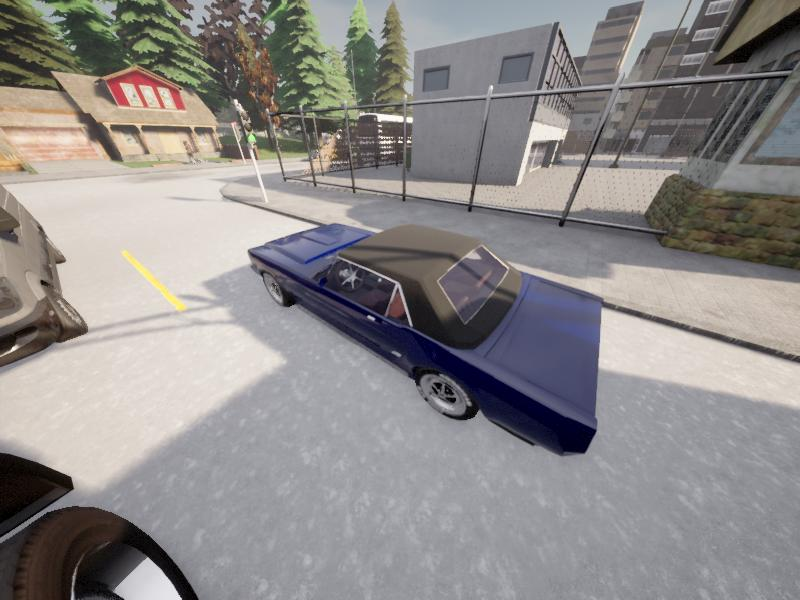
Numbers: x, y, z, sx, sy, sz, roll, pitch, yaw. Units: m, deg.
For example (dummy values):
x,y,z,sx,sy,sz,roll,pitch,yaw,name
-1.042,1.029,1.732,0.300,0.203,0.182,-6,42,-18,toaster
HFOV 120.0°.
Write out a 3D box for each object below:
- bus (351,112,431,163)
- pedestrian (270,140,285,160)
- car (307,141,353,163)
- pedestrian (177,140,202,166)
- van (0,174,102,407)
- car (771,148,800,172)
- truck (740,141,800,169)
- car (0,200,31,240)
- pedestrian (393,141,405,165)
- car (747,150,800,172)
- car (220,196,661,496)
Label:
x,y,z,sx,sy,sz,roll,pitch,yaw,name
-0.614,-19.530,27.949,3.944,4.253,10.273,22,41,28,bus
-13.857,-17.020,26.146,0.751,1.860,0.751,22,41,28,pedestrian
-7.777,-16.797,26.079,1.932,1.855,4.605,22,40,27,car
-18.591,-13.016,20.428,0.751,1.860,0.751,20,40,26,pedestrian
-6.594,-0.861,2.899,5.915,2.561,1.988,24,41,30,van
33.734,-11.571,19.111,1.789,1.547,3.705,23,41,28,car
36.436,-13.611,21.608,4.478,2.038,2.069,23,41,28,truck
-12.386,-2.483,6.006,3.705,1.549,1.789,15,38,20,car
-0.111,-13.834,21.703,0.751,1.860,0.751,22,41,28,pedestrian
33.996,-11.565,19.228,5.357,1.415,2.033,23,41,28,car
-0.153,-0.275,3.181,4.718,1.301,1.895,24,41,29,car
